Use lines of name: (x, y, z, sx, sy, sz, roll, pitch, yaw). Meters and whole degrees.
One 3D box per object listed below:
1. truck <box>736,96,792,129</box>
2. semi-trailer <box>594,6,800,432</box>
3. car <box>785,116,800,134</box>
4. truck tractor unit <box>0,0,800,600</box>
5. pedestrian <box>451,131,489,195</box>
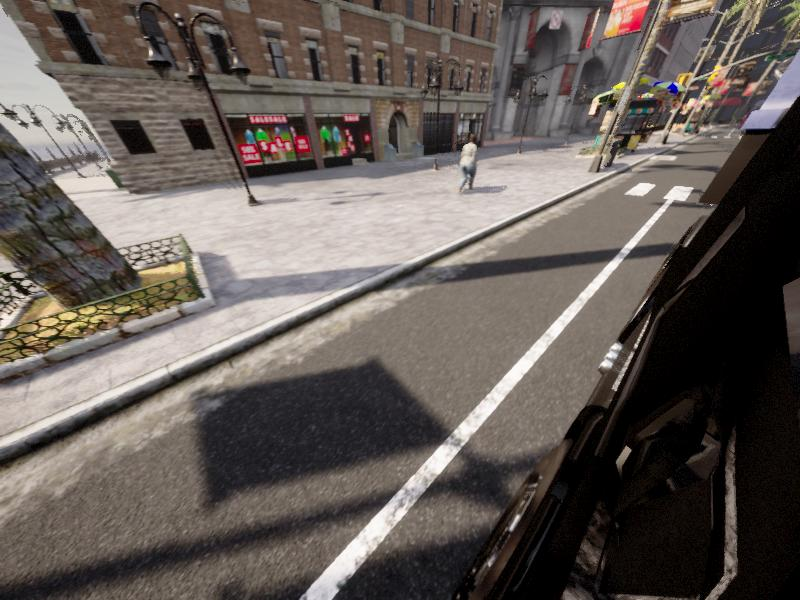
truck: (59.602, -30.561, 37.793, 8.468, 3.827, 2.891, -24, 42, -26)
semi-trailer: (8.940, -3.418, 3.989, 14.254, 4.402, 2.717, -25, 42, -27)
car: (46.849, -20.291, 26.652, 5.366, 1.575, 1.801, -28, 43, -30)
truck tractor unit: (2.645, -0.295, 0.351, 6.516, 4.208, 3.053, -28, 44, -30)
pedestrian: (2.463, -4.871, 8.257, 0.751, 1.860, 0.751, -30, 44, -32)
